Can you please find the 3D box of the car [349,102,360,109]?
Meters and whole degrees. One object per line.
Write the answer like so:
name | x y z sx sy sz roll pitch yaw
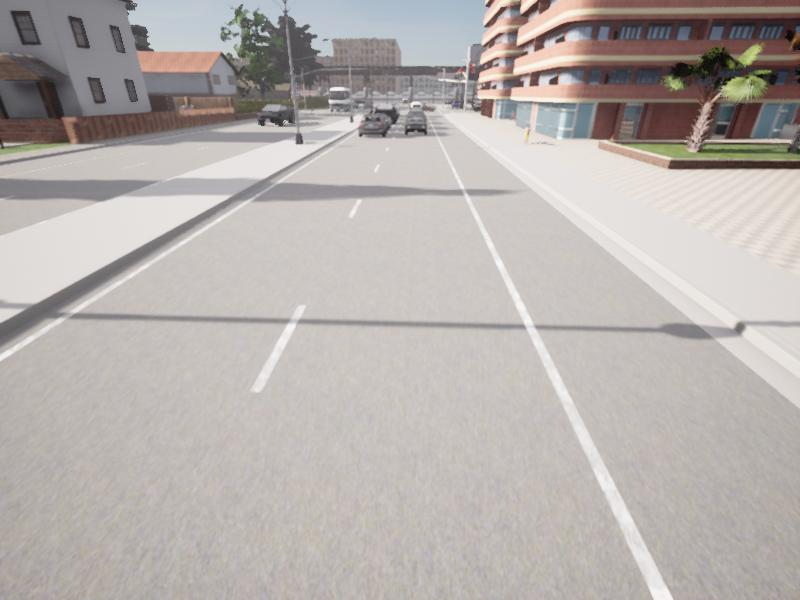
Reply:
car | -11.010 -46.703 96.071 1.994 1.385 4.181 1 27 2

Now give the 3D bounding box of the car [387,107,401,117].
car | -0.956 -29.069 61.848 1.895 1.301 4.718 1 27 2

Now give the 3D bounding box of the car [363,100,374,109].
car | -7.508 -46.865 95.969 2.097 1.767 4.553 1 27 2

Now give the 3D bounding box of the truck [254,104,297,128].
truck | -13.254 -19.877 43.009 2.390 2.098 6.274 1 27 2

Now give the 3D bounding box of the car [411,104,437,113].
car | 4.621 -37.082 77.339 4.674 1.442 1.812 5 28 9

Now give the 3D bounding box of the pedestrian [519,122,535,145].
pedestrian | 8.127 -10.644 25.602 0.751 1.300 0.751 6 28 12

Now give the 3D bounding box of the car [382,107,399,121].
car | -1.254 -25.537 54.717 2.038 1.542 4.974 1 27 2

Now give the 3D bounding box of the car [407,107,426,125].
car | 1.948 -21.997 47.736 2.152 1.651 5.027 1 27 2

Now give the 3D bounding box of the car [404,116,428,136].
car | 1.390 -15.052 34.558 1.895 1.301 4.718 1 27 2

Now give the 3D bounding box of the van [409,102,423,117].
van | 2.501 -29.397 61.671 2.069 2.038 4.480 1 27 2

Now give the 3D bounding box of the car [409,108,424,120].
car | 2.256 -25.541 55.002 1.895 1.301 4.718 1 27 2

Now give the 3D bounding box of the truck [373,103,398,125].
truck | -1.587 -21.778 46.770 2.390 2.098 6.274 1 27 2

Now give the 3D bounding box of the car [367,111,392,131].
car | -1.918 -17.534 39.120 2.038 1.542 4.974 1 27 2

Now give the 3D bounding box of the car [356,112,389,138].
car | -2.174 -14.491 33.036 2.242 1.667 4.611 1 27 2

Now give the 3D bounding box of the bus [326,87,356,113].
bus | -11.555 -39.894 79.658 3.944 4.253 10.273 1 27 2

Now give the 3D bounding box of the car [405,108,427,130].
car | 1.649 -18.421 40.578 2.097 1.767 4.553 1 27 2
